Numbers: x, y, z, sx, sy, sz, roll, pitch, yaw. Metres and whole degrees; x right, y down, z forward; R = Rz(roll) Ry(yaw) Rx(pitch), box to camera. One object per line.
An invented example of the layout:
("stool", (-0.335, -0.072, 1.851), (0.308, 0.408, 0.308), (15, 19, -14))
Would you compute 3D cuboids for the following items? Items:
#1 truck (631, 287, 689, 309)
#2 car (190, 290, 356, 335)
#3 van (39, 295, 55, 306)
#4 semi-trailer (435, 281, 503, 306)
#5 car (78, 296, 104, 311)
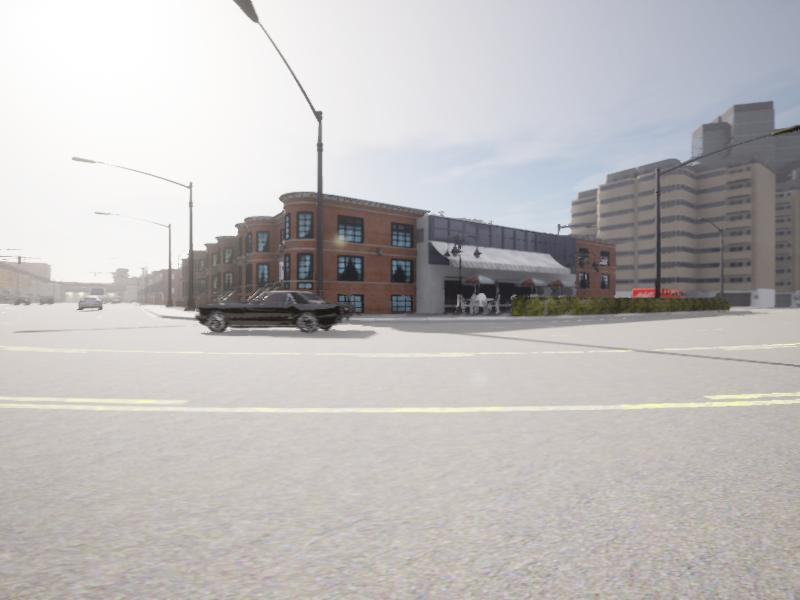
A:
("truck", (31.169, -0.179, 48.086), (2.627, 2.467, 5.204), (0, 0, -34))
("car", (-3.953, 0.361, 12.873), (4.718, 1.301, 1.895), (0, 0, 7))
("van", (-70.810, 0.096, 80.280), (1.775, 1.987, 4.442), (0, 0, -34))
("semi-trailer", (12.529, -1.123, 74.893), (2.717, 4.402, 14.254), (0, 0, -39))
("car", (-31.568, 0.320, 40.976), (1.812, 1.442, 4.674), (0, 0, -34))
